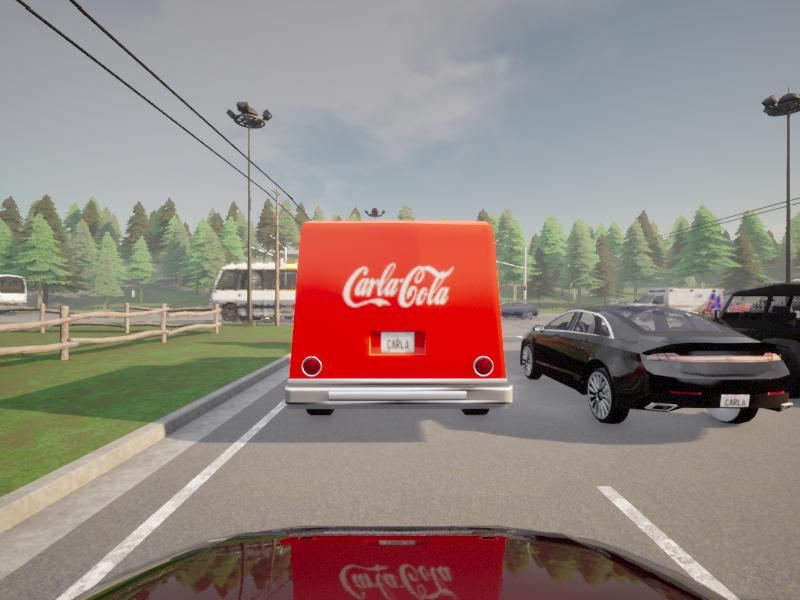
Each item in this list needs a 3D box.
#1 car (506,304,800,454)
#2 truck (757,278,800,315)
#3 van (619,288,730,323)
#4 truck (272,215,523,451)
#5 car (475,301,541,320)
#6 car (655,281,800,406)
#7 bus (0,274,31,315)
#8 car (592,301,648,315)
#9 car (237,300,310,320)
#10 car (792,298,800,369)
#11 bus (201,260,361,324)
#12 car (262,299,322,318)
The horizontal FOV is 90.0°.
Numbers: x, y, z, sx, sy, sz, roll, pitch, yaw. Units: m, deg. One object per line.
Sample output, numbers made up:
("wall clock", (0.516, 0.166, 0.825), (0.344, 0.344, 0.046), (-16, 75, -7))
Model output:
("car", (3.464, 0.836, 6.582), (2.128, 1.511, 4.902), (0, 0, 0))
("truck", (43.675, -0.321, 42.732), (8.468, 3.827, 2.891), (0, 0, 0))
("van", (19.551, 0.378, 28.758), (6.366, 2.431, 2.351), (0, 0, 0))
("truck", (-0.037, 0.354, 6.792), (2.627, 2.467, 5.204), (0, 0, 0))
("car", (8.634, 0.851, 32.268), (4.792, 1.488, 2.163), (0, 0, 0))
("car", (6.960, 0.646, 7.491), (1.905, 1.878, 3.866), (0, 0, 0))
("bus", (-46.360, -0.535, 42.712), (10.273, 4.253, 3.944), (0, 0, 0))
("car", (23.451, 0.851, 42.750), (4.792, 1.488, 2.163), (0, 0, 0))
("car", (-10.124, 0.801, 32.291), (5.366, 1.575, 1.801), (0, 0, 0))
("car", (10.472, 0.781, 7.069), (2.152, 1.651, 5.027), (0, 0, 0))
("bus", (-8.130, -0.534, 28.670), (10.273, 4.253, 3.944), (0, 0, 0))
("car", (-9.570, 0.777, 35.792), (4.856, 1.649, 2.033), (0, 0, 0))
